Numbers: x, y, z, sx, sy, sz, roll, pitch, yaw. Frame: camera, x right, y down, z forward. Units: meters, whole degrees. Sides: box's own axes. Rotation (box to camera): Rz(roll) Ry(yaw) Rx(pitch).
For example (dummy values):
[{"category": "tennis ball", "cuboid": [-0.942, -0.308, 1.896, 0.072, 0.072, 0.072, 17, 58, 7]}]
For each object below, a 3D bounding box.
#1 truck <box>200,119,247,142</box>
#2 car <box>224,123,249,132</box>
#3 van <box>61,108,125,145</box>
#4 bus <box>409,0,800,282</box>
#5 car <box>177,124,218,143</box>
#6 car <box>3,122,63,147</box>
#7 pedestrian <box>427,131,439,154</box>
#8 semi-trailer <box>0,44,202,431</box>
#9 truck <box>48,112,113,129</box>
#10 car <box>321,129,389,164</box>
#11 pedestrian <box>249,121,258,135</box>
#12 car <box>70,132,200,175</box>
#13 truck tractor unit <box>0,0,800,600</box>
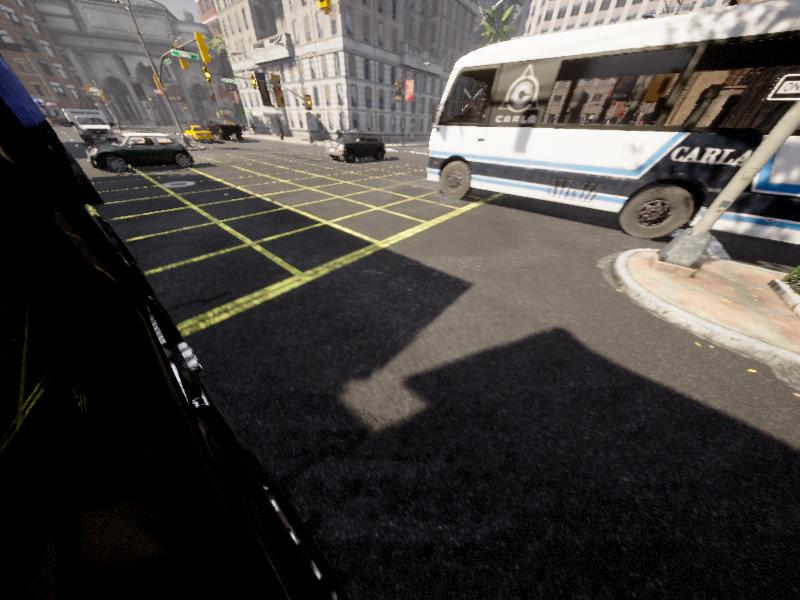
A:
[{"category": "truck", "cuboid": [-22.809, -21.924, 29.799, 6.274, 2.098, 2.390, 28, 44, 30]}, {"category": "car", "cuboid": [-38.463, -40.737, 54.565, 1.994, 1.385, 4.181, 28, 44, 30]}, {"category": "van", "cuboid": [-28.304, -15.957, 21.273, 6.366, 2.431, 2.351, 28, 44, 30]}, {"category": "bus", "cuboid": [5.632, -4.820, 6.825, 10.273, 4.253, 3.944, 28, 44, 30]}, {"category": "car", "cuboid": [-23.376, -19.267, 26.661, 5.366, 1.575, 1.801, 28, 44, 30]}, {"category": "car", "cuboid": [-30.221, -13.809, 19.167, 5.357, 1.411, 2.033, 28, 44, 30]}, {"category": "pedestrian", "cuboid": [3.360, -16.152, 23.738, 0.751, 1.860, 0.751, 28, 44, 30]}, {"category": "semi-trailer", "cuboid": [-8.701, -3.590, 4.243, 14.254, 4.402, 2.717, 28, 44, 30]}, {"category": "truck", "cuboid": [-56.561, -31.818, 41.076, 6.274, 2.098, 2.390, -6, 38, -12]}, {"category": "car", "cuboid": [-3.076, -11.242, 16.873, 1.932, 1.855, 4.605, 28, 43, 30]}, {"category": "pedestrian", "cuboid": [-25.455, -29.877, 40.144, 0.751, 1.860, 0.751, 31, 46, 33]}, {"category": "car", "cuboid": [-13.014, -7.463, 11.612, 1.970, 1.475, 3.806, 28, 44, 30]}, {"category": "truck tractor unit", "cuboid": [-2.645, -0.295, 0.351, 6.516, 4.208, 3.053, 28, 44, 30]}]
